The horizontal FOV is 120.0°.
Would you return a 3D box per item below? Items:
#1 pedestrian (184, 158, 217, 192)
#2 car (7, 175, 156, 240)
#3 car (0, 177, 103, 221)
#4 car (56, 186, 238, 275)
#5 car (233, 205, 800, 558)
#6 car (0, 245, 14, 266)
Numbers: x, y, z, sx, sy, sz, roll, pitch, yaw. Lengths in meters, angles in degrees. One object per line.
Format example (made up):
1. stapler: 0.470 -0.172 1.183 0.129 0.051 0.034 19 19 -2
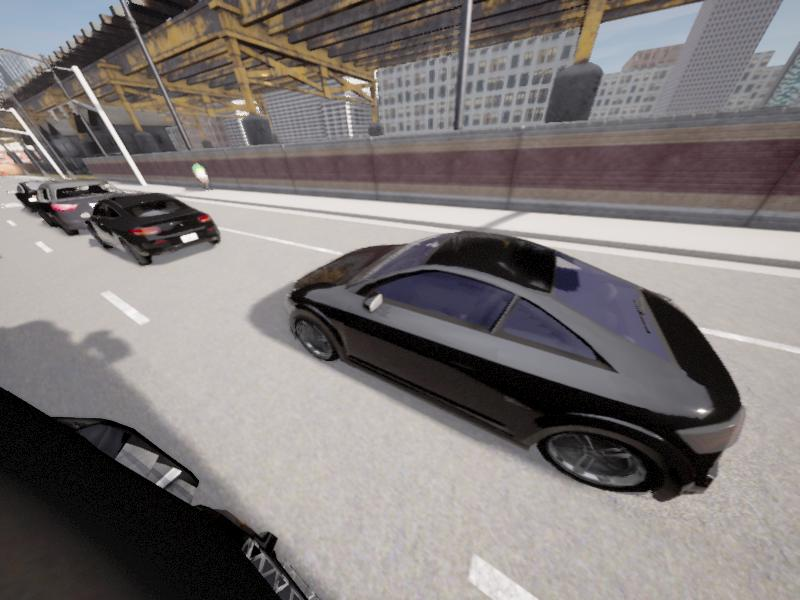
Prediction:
1. pedestrian: -12.993 -8.129 15.090 0.751 1.860 0.751 16 38 26
2. car: -12.546 -3.849 9.147 4.611 1.667 2.242 16 38 26
3. car: -18.430 -5.455 12.146 4.902 1.511 2.128 16 38 26
4. car: -7.049 -2.191 6.449 4.674 1.442 1.812 16 38 26
5. car: 0.551 0.000 2.655 4.181 1.385 1.994 16 38 26
6. car: -13.133 -1.692 6.140 4.792 1.488 2.163 16 38 26
